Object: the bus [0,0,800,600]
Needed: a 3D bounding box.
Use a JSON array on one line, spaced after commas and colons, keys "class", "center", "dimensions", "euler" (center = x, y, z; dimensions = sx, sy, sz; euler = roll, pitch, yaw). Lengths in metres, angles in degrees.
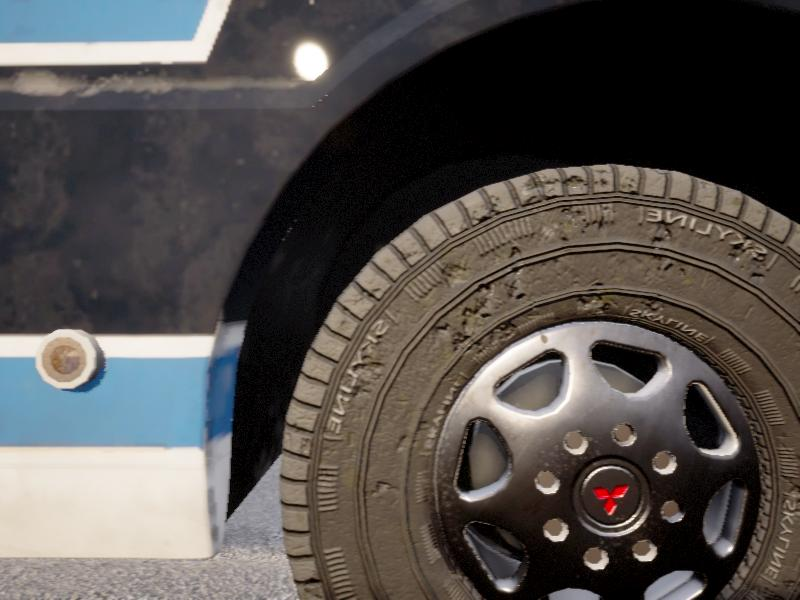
[{"class": "bus", "center": [-1.762, -1.134, 2.125], "dimensions": [10.273, 4.253, 3.944], "euler": [0, 0, 1]}]
